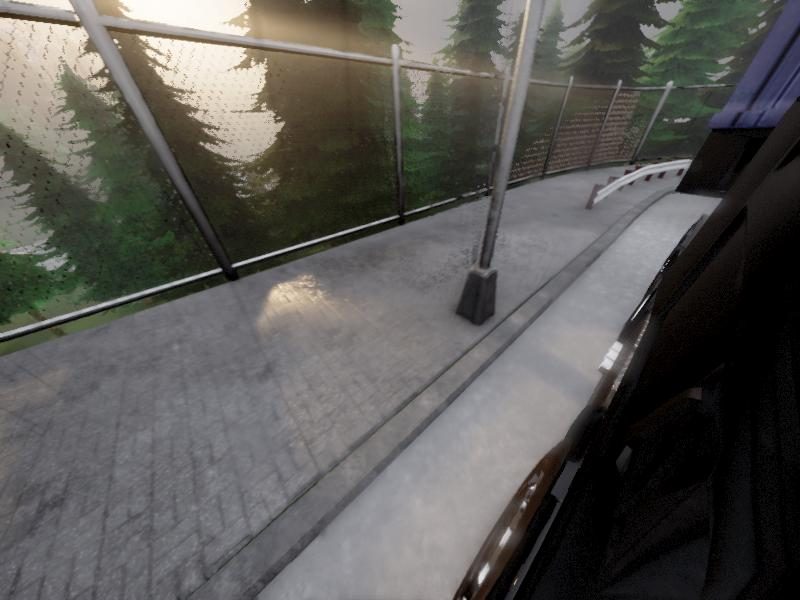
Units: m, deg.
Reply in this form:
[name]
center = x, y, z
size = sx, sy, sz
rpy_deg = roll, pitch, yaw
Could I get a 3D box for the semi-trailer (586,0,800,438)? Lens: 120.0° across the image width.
[semi-trailer]
center = 9.699, -2.618, 2.844
size = 14.254, 4.402, 2.717
rpy_deg = -15, 38, -15

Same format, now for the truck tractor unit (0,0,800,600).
[truck tractor unit]
center = 2.645, -0.295, 0.351
size = 6.516, 4.208, 3.053
rpy_deg = -28, 44, -30
